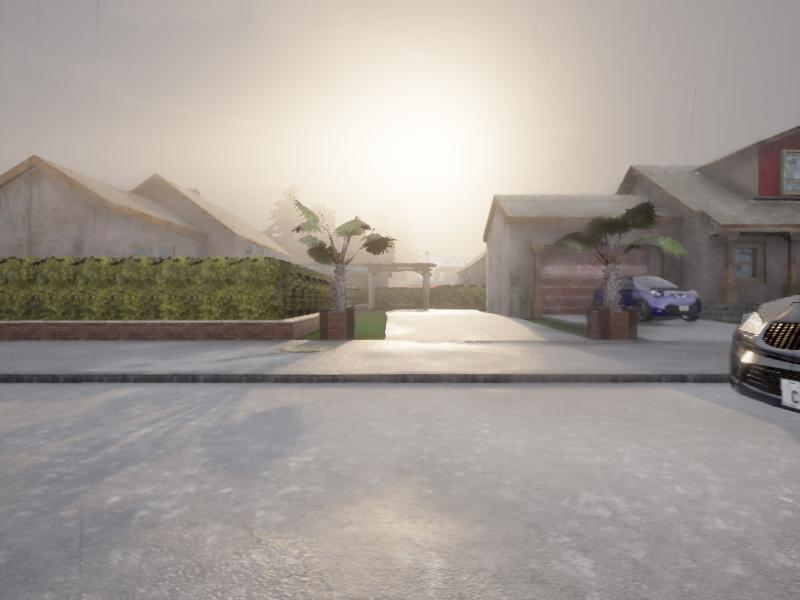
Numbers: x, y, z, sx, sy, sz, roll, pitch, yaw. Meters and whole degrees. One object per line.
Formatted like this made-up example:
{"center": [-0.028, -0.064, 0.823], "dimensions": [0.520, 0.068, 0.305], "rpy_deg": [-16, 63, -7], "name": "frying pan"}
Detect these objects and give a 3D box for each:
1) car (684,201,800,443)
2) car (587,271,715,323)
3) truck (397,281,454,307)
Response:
{"center": [5.056, 0.158, 2.784], "dimensions": [4.611, 1.667, 2.242], "rpy_deg": [0, 0, -2], "name": "car"}
{"center": [8.056, -0.081, 13.265], "dimensions": [1.845, 1.501, 3.633], "rpy_deg": [0, 0, -3], "name": "car"}
{"center": [3.732, -0.920, 60.256], "dimensions": [8.468, 3.827, 2.891], "rpy_deg": [0, 0, 0], "name": "truck"}
